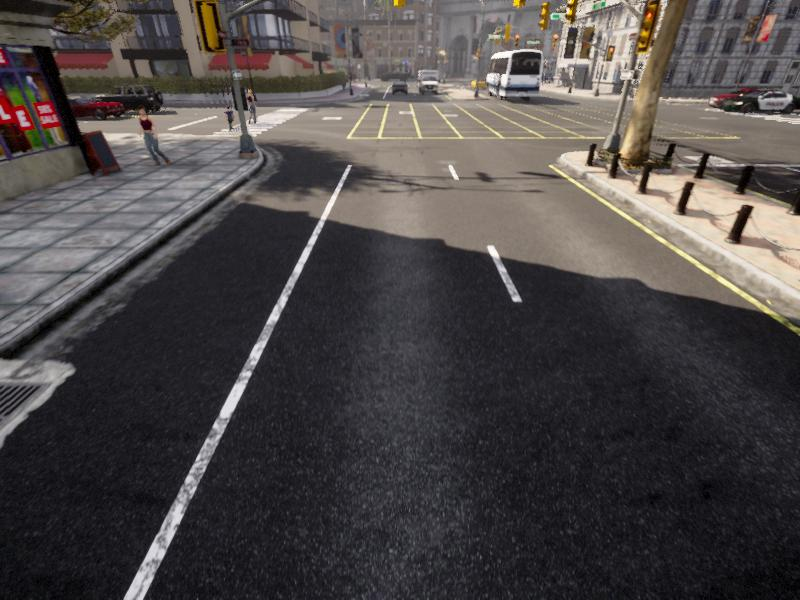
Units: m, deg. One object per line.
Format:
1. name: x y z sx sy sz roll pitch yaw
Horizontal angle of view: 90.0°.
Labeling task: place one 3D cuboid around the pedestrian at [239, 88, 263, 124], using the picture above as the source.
1. pedestrian: -8.767 -11.416 23.564 0.751 1.860 0.751 3 30 4

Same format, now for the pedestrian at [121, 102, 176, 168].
1. pedestrian: -7.967 -5.247 12.740 0.751 1.860 0.751 0 30 0

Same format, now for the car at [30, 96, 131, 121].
1. car: -20.603 -12.465 25.960 4.718 1.301 1.895 0 30 0

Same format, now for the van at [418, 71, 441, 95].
1. van: 3.492 -26.667 49.062 2.351 2.431 6.366 0 30 0

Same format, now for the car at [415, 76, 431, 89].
1. car: 3.537 -33.787 62.112 2.128 1.511 4.902 0 30 0

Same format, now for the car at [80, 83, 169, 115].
1. car: -19.689 -14.498 28.838 4.605 1.855 1.932 -2 30 -1

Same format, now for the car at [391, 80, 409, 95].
1. car: -0.007 -25.988 48.926 2.033 1.411 5.357 0 30 0

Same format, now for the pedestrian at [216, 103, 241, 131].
1. pedestrian: -9.072 -9.702 21.193 0.751 1.300 0.751 1 30 2

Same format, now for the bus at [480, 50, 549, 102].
1. bus: 11.373 -23.158 41.273 3.944 4.253 10.273 0 30 0

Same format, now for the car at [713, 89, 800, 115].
1. car: 26.270 -14.473 29.148 4.974 1.542 2.038 0 30 0

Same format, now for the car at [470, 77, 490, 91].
1. car: 11.493 -31.335 57.862 1.801 1.575 5.366 0 30 0

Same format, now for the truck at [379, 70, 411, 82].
1. truck: -1.124 -47.281 84.542 6.274 2.098 2.390 8 31 13

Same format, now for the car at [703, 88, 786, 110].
1. car: 27.645 -16.252 32.270 4.674 1.442 1.812 1 30 2

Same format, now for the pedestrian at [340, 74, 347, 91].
1. pedestrian: -7.237 -27.921 51.413 0.751 1.860 0.751 0 30 0

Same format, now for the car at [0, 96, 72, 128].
1. car: -22.156 -10.776 22.882 4.892 1.490 1.837 0 30 0

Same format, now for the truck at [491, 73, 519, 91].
1. truck: 14.993 -31.506 57.641 2.390 2.098 6.274 0 30 0
